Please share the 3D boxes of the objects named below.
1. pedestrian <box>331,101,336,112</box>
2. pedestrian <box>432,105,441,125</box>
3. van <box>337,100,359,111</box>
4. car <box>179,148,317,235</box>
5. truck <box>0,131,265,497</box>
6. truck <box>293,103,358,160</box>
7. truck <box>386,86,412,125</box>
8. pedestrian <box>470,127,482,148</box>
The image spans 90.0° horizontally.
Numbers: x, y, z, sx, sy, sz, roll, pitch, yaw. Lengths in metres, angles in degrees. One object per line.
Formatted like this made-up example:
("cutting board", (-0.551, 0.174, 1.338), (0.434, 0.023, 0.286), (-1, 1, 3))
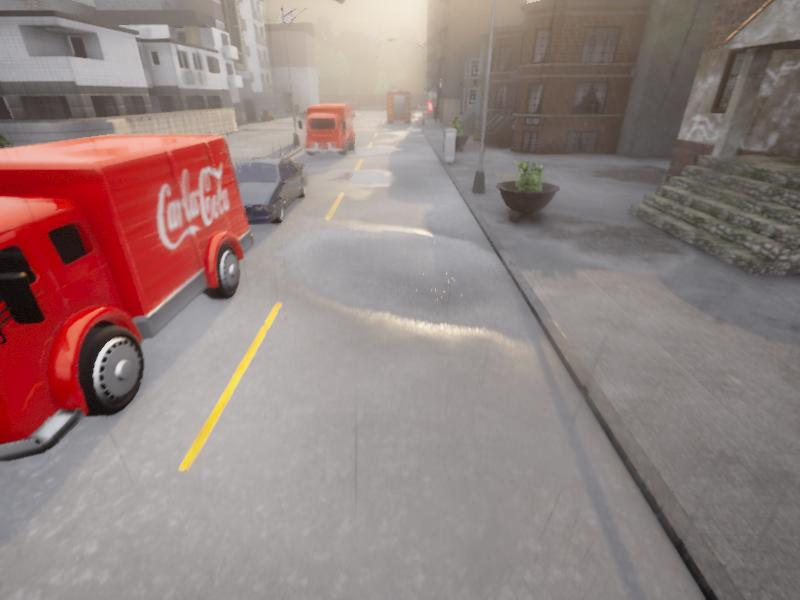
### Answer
("pedestrian", (-12.348, -35.901, 74.348), (0.751, 1.860, 0.751), (-5, 28, -9))
("pedestrian", (3.894, -19.993, 43.226), (0.751, 1.860, 0.751), (-5, 28, -9))
("van", (-11.175, -42.087, 86.497), (4.442, 1.987, 1.775), (0, 27, 0))
("car", (-4.028, -3.436, 11.826), (2.033, 1.411, 5.357), (0, 27, 0))
("truck", (-4.014, -0.614, 5.147), (2.627, 2.467, 5.204), (0, 27, 0))
("truck", (-4.051, -9.835, 23.047), (2.627, 2.467, 5.204), (0, 29, 0))
("truck", (-0.111, -23.477, 48.168), (2.891, 3.827, 8.468), (0, 27, 0))
("pedestrian", (4.640, -9.935, 24.464), (0.500, 1.100, 0.500), (-5, 28, -9))
